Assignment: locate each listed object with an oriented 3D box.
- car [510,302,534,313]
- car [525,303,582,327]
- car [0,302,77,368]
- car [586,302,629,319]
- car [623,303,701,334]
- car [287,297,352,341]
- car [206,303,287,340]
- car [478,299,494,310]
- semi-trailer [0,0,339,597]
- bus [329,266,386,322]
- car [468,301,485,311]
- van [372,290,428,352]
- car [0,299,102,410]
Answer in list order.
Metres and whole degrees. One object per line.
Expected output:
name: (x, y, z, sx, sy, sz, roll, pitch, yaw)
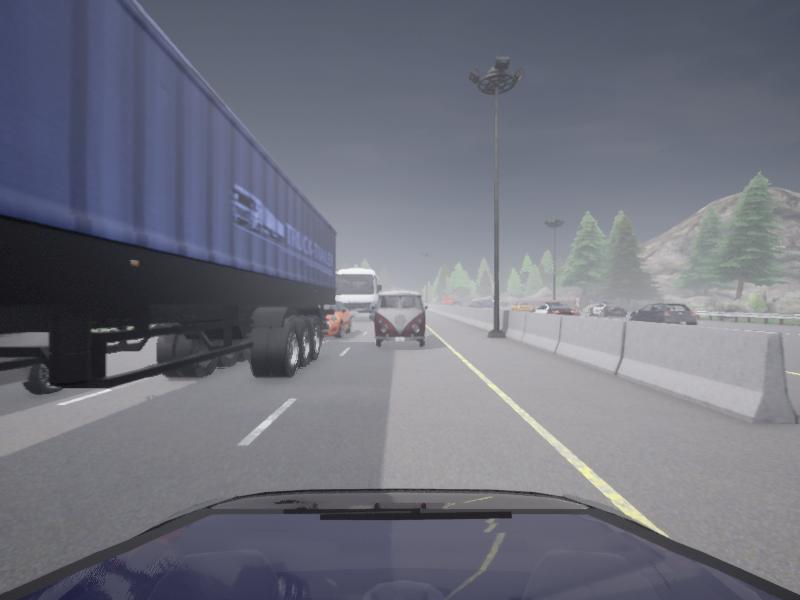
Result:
car: (17.440, 1.054, 57.651, 1.801, 1.575, 5.366, 0, 0, 0)
car: (10.499, 0.949, 27.819, 2.038, 1.542, 4.974, 0, 0, 0)
car: (-10.501, 0.844, 9.220, 1.801, 1.575, 5.366, 0, 0, 0)
car: (21.065, 1.008, 40.908, 2.038, 1.542, 4.974, 1, 0, 2)
car: (14.001, 0.924, 21.631, 1.845, 1.501, 3.633, 0, 0, 0)
car: (-3.501, 0.778, 18.358, 2.097, 1.767, 4.553, 0, 0, 0)
car: (-7.000, 0.908, 18.906, 1.882, 1.535, 5.008, 0, -1, 0)
car: (17.374, 0.925, 80.987, 2.150, 2.045, 5.566, 0, 0, 0)
semi-trailer: (-3.504, -0.586, 7.020, 2.717, 4.402, 14.254, 0, 0, 0)
bus: (-3.386, -0.371, 35.410, 3.944, 4.253, 10.273, 0, -1, 0)
car: (13.895, 1.095, 73.074, 2.242, 1.667, 4.611, 0, 0, 0)
van: (-0.001, 0.663, 14.940, 1.775, 1.987, 4.442, 0, 0, 0)
car: (-7.001, 0.808, 5.431, 2.152, 1.651, 5.027, 0, 0, 0)
